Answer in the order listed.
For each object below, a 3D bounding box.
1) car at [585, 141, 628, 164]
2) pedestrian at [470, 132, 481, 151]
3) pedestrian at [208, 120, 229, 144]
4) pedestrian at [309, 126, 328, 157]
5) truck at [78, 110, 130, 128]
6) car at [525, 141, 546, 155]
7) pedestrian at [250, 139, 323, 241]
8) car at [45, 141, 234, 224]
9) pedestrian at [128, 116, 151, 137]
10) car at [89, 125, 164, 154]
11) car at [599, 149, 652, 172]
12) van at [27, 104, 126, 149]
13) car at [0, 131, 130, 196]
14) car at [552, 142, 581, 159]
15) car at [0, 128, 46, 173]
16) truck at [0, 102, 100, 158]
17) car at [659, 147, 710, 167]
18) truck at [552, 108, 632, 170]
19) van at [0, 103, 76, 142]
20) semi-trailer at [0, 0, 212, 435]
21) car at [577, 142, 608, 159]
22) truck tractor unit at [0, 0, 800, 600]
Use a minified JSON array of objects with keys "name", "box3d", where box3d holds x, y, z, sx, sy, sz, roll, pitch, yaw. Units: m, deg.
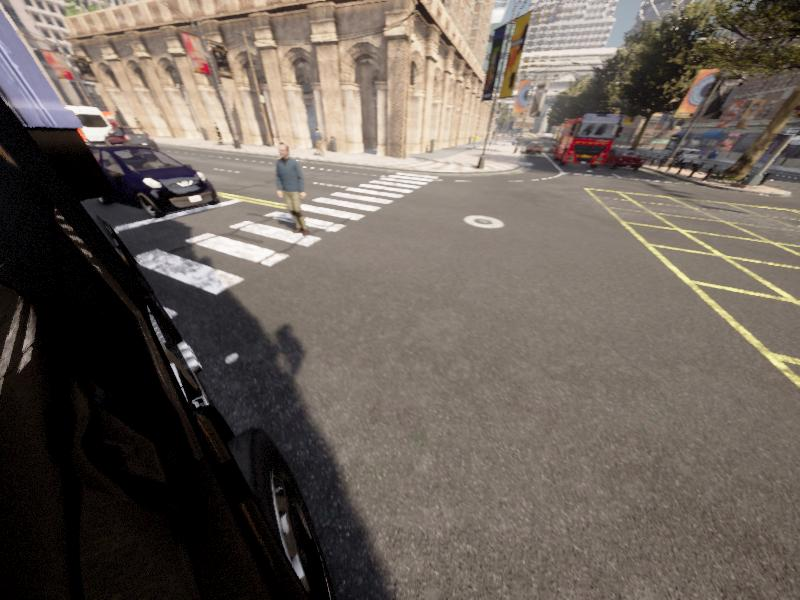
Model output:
[{"name":"car","box3d":[22.414,-16.327,25.373,2.097,1.767,4.553,16,39,17]},{"name":"pedestrian","box3d":[9.343,-19.529,28.495,0.751,1.860,0.751,17,39,18]},{"name":"pedestrian","box3d":[-17.815,-16.426,22.663,0.751,1.860,0.751,15,39,16]},{"name":"pedestrian","box3d":[-6.082,-11.882,17.315,0.751,1.860,0.751,19,40,20]},{"name":"truck","box3d":[-58.033,-35.530,45.499,2.627,2.467,5.204,16,39,18]},{"name":"car","box3d":[17.946,-20.258,30.759,1.895,1.301,4.718,16,39,17]},{"name":"pedestrian","box3d":[-2.369,-2.371,5.082,0.751,1.860,0.751,8,37,7]},{"name":"car","box3d":[-7.175,-3.475,6.576,3.633,1.501,1.845,16,39,17]},{"name":"pedestrian","box3d":[-29.677,-19.718,26.330,0.751,1.860,0.751,11,37,10]},{"name":"car","box3d":[-19.694,-11.644,16.724,3.633,1.501,1.845,16,39,17]},{"name":"car","box3d":[19.650,-12.408,20.379,1.895,1.301,4.718,16,39,17]},{"name":"van","box3d":[-25.612,-13.785,18.376,5.915,2.561,1.988,16,39,18]},{"name":"car","box3d":[-12.922,-5.121,8.424,4.514,1.525,2.007,16,39,17]},{"name":"car","box3d":[19.736,-17.855,27.516,1.970,1.475,3.806,16,39,17]},{"name":"car","box3d":[-19.223,-6.917,10.460,4.892,1.490,1.837,16,39,17]},{"name":"truck","box3d":[-22.813,-10.645,14.408,5.204,2.467,2.627,16,39,18]},{"name":"car","box3d":[30.953,-15.717,25.352,1.970,1.475,3.806,16,39,17]},{"name":"truck","box3d":[16.722,-14.672,21.112,2.891,3.827,8.468,16,39,17]},{"name":"van","box3d":[-33.286,-16.035,20.910,5.915,2.561,1.988,16,39,18]},{"name":"semi-trailer","box3d":[-9.475,-2.914,3.267,14.254,4.402,2.717,18,39,20]},{"name":"car","box3d":[24.770,-19.386,29.875,1.970,1.475,3.806,16,39,18]},{"name":"truck tractor unit","box3d":[-2.645,-0.295,0.351,6.516,4.208,3.053,28,44,30]}]
